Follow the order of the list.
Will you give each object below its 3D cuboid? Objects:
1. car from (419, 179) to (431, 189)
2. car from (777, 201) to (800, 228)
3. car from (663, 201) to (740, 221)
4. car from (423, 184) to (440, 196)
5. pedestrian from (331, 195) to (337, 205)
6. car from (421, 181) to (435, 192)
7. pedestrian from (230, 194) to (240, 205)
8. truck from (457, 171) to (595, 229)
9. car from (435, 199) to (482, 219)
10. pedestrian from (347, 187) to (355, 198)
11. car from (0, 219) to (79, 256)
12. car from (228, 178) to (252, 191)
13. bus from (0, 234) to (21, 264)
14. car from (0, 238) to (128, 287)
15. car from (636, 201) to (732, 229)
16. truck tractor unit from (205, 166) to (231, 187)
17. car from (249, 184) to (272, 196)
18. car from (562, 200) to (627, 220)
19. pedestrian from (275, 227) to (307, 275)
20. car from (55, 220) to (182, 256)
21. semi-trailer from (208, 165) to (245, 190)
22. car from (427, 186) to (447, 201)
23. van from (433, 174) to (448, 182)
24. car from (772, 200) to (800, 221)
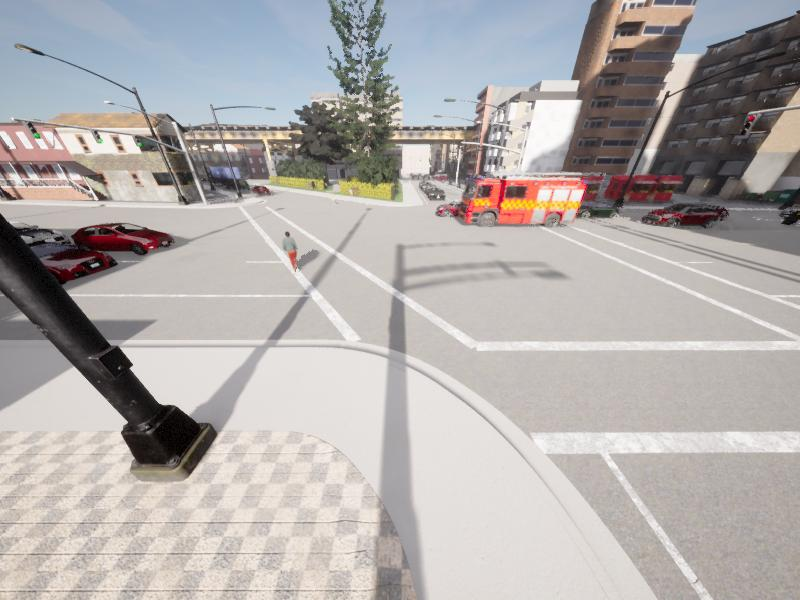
[{"bbox_3d":[5.460,-26.063,51.831,2.152,1.651,5.027,0,30,0],"label":"car"},{"bbox_3d":[34.926,-6.916,18.945,3.866,1.878,1.905,1,30,-1],"label":"car"},{"bbox_3d":[28.528,-8.499,22.028,4.181,1.385,1.994,1,30,0],"label":"car"},{"bbox_3d":[5.369,-19.041,39.809,2.163,1.488,4.792,0,30,0],"label":"car"},{"bbox_3d":[-8.212,-12.402,28.631,0.500,1.100,0.500,-8,31,-13],"label":"pedestrian"},{"bbox_3d":[5.412,-22.577,45.794,2.152,1.651,5.027,0,30,0],"label":"car"},{"bbox_3d":[-19.546,-11.907,27.417,0.500,1.100,0.500,17,34,27],"label":"pedestrian"},{"bbox_3d":[9.318,-7.924,18.264,8.468,3.827,2.891,0,30,0],"label":"truck"},{"bbox_3d":[5.439,-8.663,21.861,3.806,1.475,1.970,0,30,0],"label":"car"},{"bbox_3d":[-7.265,-16.056,34.474,0.751,1.300,0.751,-26,39,-37],"label":"pedestrian"},{"bbox_3d":[-21.198,-3.455,12.659,3.806,1.475,1.970,0,30,0],"label":"car"},{"bbox_3d":[-32.231,-23.215,46.467,5.566,2.045,2.150,26,39,38],"label":"car"},{"bbox_3d":[-24.494,-2.997,9.004,10.273,4.253,3.944,1,30,0],"label":"bus"},{"bbox_3d":[-14.909,-1.637,9.684,4.181,1.385,1.994,0,30,0],"label":"car"},{"bbox_3d":[22.905,-6.978,18.842,4.553,1.767,2.097,0,30,0],"label":"car"},{"bbox_3d":[-44.781,-30.464,56.856,3.053,4.208,6.516,-25,39,-36],"label":"truck tractor unit"},{"bbox_3d":[-23.776,-18.767,39.372,4.674,1.442,1.812,26,39,38],"label":"car"},{"bbox_3d":[18.325,-8.574,21.940,4.181,1.385,1.994,1,30,0],"label":"car"},{"bbox_3d":[-4.752,-2.145,10.118,0.751,1.860,0.751,-17,34,-26],"label":"pedestrian"},{"bbox_3d":[-15.142,-3.436,12.690,4.193,1.474,1.816,0,30,0],"label":"car"},{"bbox_3d":[-39.239,-27.726,51.917,2.717,4.402,14.254,-26,39,-38],"label":"semi-trailer"},{"bbox_3d":[5.324,-15.635,33.769,2.152,1.651,5.027,0,30,1],"label":"car"},{"bbox_3d":[12.945,-39.234,74.231,4.480,2.038,2.069,0,30,0],"label":"van"},{"bbox_3d":[40.035,-8.501,22.061,4.611,1.667,2.242,1,30,-1],"label":"car"}]
